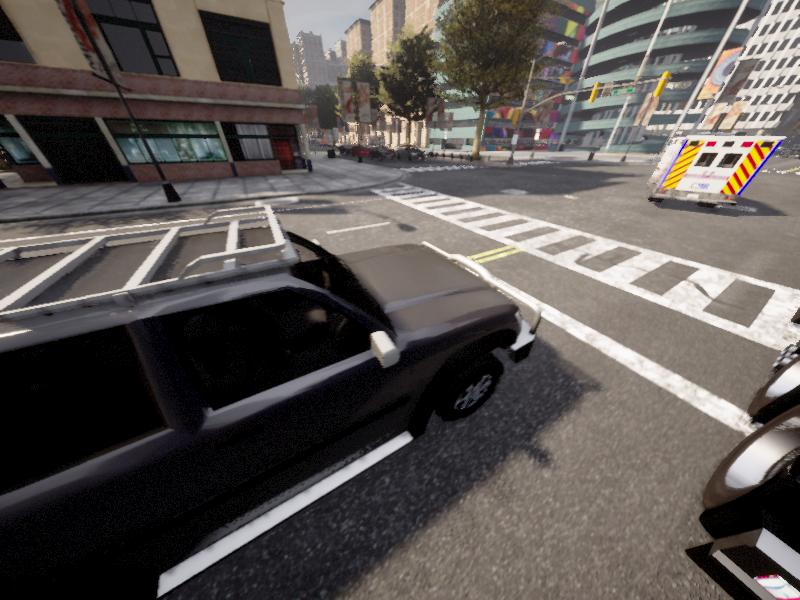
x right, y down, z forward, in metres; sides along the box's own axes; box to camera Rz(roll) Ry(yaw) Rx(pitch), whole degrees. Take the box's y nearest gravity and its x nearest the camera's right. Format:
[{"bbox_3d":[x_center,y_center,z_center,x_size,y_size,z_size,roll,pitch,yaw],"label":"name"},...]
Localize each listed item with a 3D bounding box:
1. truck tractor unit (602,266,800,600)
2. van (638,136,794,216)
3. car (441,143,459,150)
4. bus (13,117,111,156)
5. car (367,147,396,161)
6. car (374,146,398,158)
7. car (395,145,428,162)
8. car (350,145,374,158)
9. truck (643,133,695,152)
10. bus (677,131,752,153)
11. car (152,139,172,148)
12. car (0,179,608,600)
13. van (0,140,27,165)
[{"bbox_3d":[5.113,-0.298,0.777,6.516,4.208,3.053,-18,39,-24],"label":"truck tractor unit"},{"bbox_3d":[13.309,-5.952,10.549,2.351,2.431,6.366,25,42,30],"label":"van"},{"bbox_3d":[13.652,-42.566,63.835,2.161,1.482,4.786,-18,39,-24],"label":"car"},{"bbox_3d":[-50.655,-24.780,35.440,3.944,4.253,10.273,-18,38,-24],"label":"bus"},{"bbox_3d":[-2.501,-19.327,30.494,1.812,1.442,4.674,-18,39,-24],"label":"car"},{"bbox_3d":[-2.187,-22.937,35.752,1.994,1.385,4.181,-18,39,-24],"label":"car"},{"bbox_3d":[1.431,-19.463,30.525,2.242,1.667,4.611,-18,39,-24],"label":"car"},{"bbox_3d":[-5.857,-22.653,35.173,2.007,1.525,4.514,-18,39,-24],"label":"car"},{"bbox_3d":[71.109,-41.880,61.455,2.891,3.827,8.468,-2,35,-4],"label":"truck"},{"bbox_3d":[78.213,-39.708,58.020,3.944,4.253,10.273,0,35,-1],"label":"bus"},{"bbox_3d":[-68.494,-45.199,66.582,2.435,2.045,5.566,-18,39,-24],"label":"car"},{"bbox_3d":[-1.100,0.360,1.836,4.605,1.855,1.932,-18,39,-24],"label":"car"},{"bbox_3d":[-41.442,-14.849,23.199,2.069,2.038,4.480,-18,39,-24],"label":"van"}]
